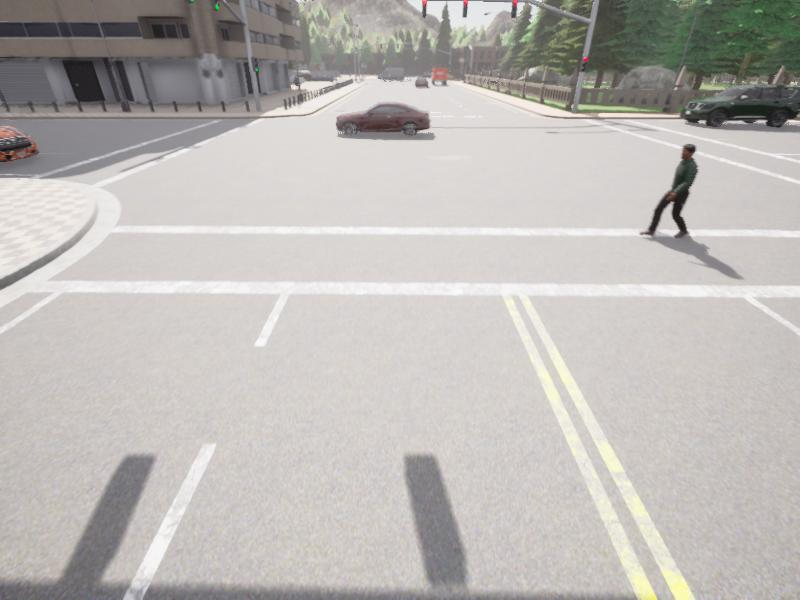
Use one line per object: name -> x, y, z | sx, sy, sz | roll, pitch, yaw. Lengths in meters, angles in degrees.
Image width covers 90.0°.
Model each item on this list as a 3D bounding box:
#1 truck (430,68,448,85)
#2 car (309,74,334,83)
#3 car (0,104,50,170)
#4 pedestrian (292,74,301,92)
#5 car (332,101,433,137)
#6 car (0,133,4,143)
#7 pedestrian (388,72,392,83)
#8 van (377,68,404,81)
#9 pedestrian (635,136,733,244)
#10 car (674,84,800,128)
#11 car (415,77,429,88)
truck -> 6.939, -39.805, 71.311 | 2.627, 2.467, 5.204 | 0, 28, 0
car -> -15.932, -45.281, 81.724 | 4.674, 1.442, 1.812 | 1, 30, 1
car -> -15.338, -5.576, 13.592 | 4.553, 1.767, 2.097 | 0, 30, 1
pedestrian -> -12.960, -27.209, 50.154 | 0.751, 1.860, 0.751 | -4, 31, -7
car -> -0.797, -8.920, 19.680 | 4.674, 1.442, 1.812 | 0, 30, 0
car -> -20.028, -7.404, 16.624 | 4.605, 1.855, 1.932 | 0, 30, 0
pedestrian -> -1.992, -43.272, 77.837 | 0.751, 1.860, 0.751 | 1, 30, 1
van -> -2.025, -49.336, 87.553 | 5.915, 2.561, 1.988 | 0, 30, 0
pedestrian -> 5.314, -2.078, 7.620 | 0.751, 1.860, 0.751 | 0, 30, 1
car -> 19.058, -10.851, 22.332 | 5.566, 2.045, 2.150 | 1, 30, 2
car -> 3.444, -34.804, 63.941 | 1.994, 1.385, 4.181 | 0, 30, 0
